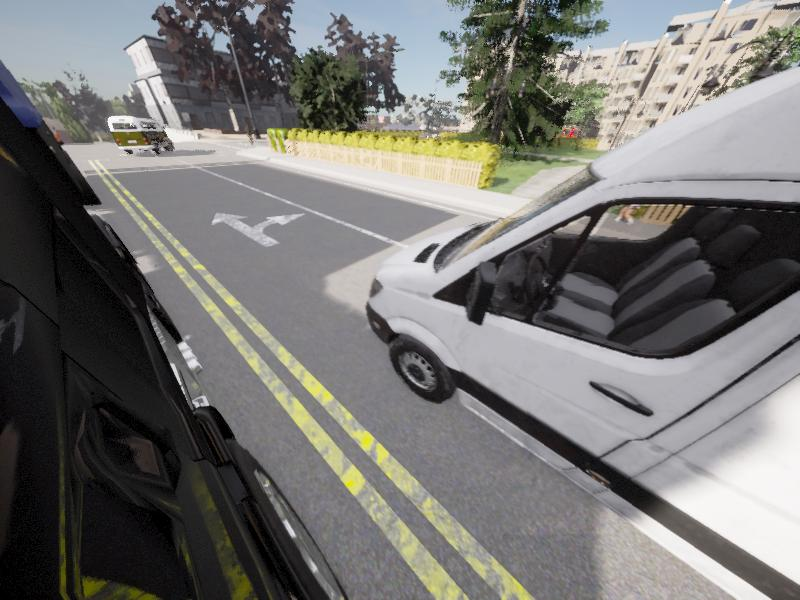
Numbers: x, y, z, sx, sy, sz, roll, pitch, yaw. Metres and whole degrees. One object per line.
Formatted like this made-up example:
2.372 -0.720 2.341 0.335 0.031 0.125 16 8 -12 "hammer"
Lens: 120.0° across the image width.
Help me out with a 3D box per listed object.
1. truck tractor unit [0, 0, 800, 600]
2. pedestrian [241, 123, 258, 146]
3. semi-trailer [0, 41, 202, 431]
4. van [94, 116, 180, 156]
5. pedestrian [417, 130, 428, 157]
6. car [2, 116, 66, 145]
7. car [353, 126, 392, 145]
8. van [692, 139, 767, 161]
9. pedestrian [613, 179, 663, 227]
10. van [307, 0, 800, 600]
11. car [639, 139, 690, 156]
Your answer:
-2.645 -0.295 0.352 6.516 4.208 3.053 28 44 30 "truck tractor unit"
-15.451 -17.000 23.770 0.751 1.860 0.751 25 42 27 "pedestrian"
-8.722 -3.587 4.208 14.254 4.402 2.717 28 44 30 "semi-trailer"
-18.026 -11.552 16.240 2.069 2.038 4.480 -15 39 -18 "van"
1.930 -13.350 19.731 0.751 1.860 0.751 6 37 4 "pedestrian"
-30.566 -14.185 19.476 4.553 1.767 2.097 26 42 32 "car"
-3.855 -23.772 33.400 2.150 2.045 5.566 29 44 30 "car"
52.500 -24.210 37.146 6.366 2.431 2.351 29 44 31 "van"
6.638 -2.724 6.483 0.500 1.100 0.500 30 45 32 "pedestrian"
2.303 0.317 1.250 5.915 2.561 1.988 29 44 30 "van"
46.822 -27.214 41.119 5.566 2.045 2.150 29 44 31 "car"
